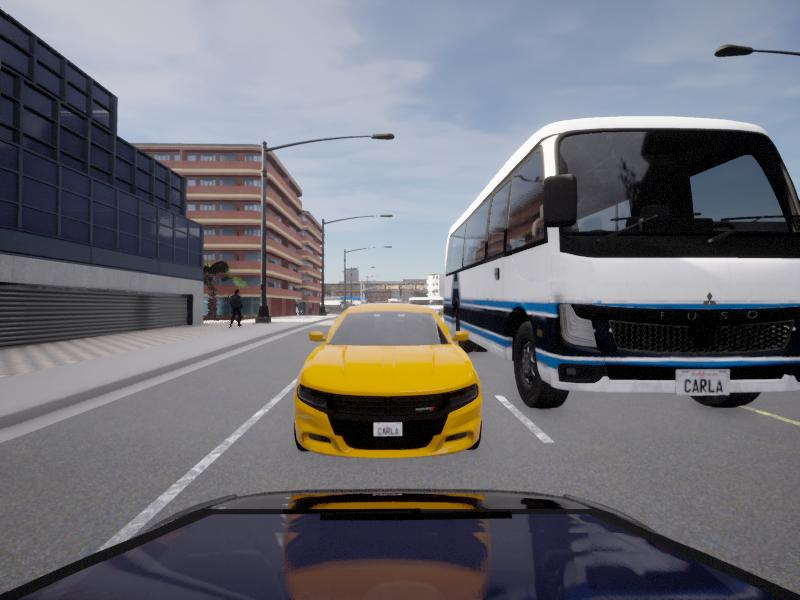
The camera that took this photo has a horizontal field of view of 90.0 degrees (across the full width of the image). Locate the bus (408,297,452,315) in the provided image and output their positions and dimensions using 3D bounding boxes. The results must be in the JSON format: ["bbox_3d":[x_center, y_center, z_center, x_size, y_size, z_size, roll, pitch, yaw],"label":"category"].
[{"bbox_3d":[7.440,1.455,99.210,10.273,4.253,3.944,0,-1,22],"label":"bus"}]

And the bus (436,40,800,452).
[{"bbox_3d":[3.384,-0.601,9.306,3.944,4.253,10.273,0,1,-1],"label":"bus"}]

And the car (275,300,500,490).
[{"bbox_3d":[-0.158,0.790,5.854,1.882,1.535,5.008,0,1,-1],"label":"car"}]

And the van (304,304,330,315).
[{"bbox_3d":[-19.654,2.234,95.167,5.915,2.561,1.988,0,-1,-2],"label":"van"}]

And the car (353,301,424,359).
[{"bbox_3d":[-0.325,0.768,12.619,1.812,1.442,4.674,0,1,-1],"label":"car"}]

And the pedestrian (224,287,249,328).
[{"bbox_3d":[-7.532,0.342,18.446,0.751,1.860,0.751,0,-1,8],"label":"pedestrian"}]
